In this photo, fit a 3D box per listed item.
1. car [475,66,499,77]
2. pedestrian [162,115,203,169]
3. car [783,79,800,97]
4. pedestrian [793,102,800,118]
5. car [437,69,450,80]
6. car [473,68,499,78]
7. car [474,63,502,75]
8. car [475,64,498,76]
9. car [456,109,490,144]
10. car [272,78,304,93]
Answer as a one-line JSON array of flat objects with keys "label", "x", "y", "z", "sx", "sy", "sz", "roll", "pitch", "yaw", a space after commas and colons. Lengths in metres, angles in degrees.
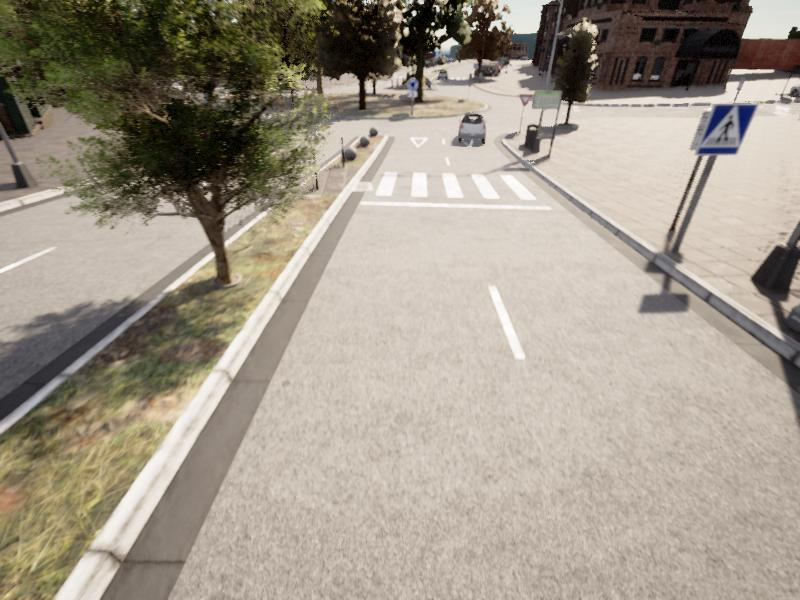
[{"label": "car", "x": 17.620, "y": -46.326, "z": 81.033, "sx": 4.553, "sy": 1.767, "sz": 2.185, "roll": 7, "pitch": 34, "yaw": 10}, {"label": "pedestrian", "x": -8.767, "y": -6.387, "z": 16.189, "sx": 0.751, "sy": 1.860, "sz": 0.751, "roll": 11, "pitch": 33, "yaw": 15}, {"label": "car", "x": 40.047, "y": -20.303, "z": 38.349, "sx": 2.002, "sy": 1.452, "sz": 4.674, "roll": -4, "pitch": 30, "yaw": -1}, {"label": "pedestrian", "x": 28.799, "y": -13.869, "z": 28.170, "sx": 0.751, "sy": 1.860, "sz": 0.751, "roll": 11, "pitch": 33, "yaw": 16}, {"label": "car", "x": 8.205, "y": -42.376, "z": 75.064, "sx": 1.851, "sy": 1.617, "sz": 3.988, "roll": 7, "pitch": 34, "yaw": 10}, {"label": "car", "x": 16.996, "y": -44.759, "z": 78.852, "sx": 4.892, "sy": 1.521, "sz": 2.231, "roll": 7, "pitch": 34, "yaw": 10}, {"label": "car", "x": 18.784, "y": -49.364, "z": 85.473, "sx": 5.566, "sy": 2.045, "sz": 2.435, "roll": 7, "pitch": 34, "yaw": 10}, {"label": "car", "x": 18.063, "y": -47.897, "z": 83.262, "sx": 4.442, "sy": 1.987, "sz": 1.878, "roll": 7, "pitch": 34, "yaw": 10}, {"label": "car", "x": 4.574, "y": -10.888, "z": 25.031, "sx": 1.845, "sy": 1.501, "sz": 3.633, "roll": 5, "pitch": 31, "yaw": 8}, {"label": "car", "x": -14.649, "y": -28.074, "z": 52.300, "sx": 3.705, "sy": 1.549, "sz": 1.789, "roll": -9, "pitch": 34, "yaw": -15}]
